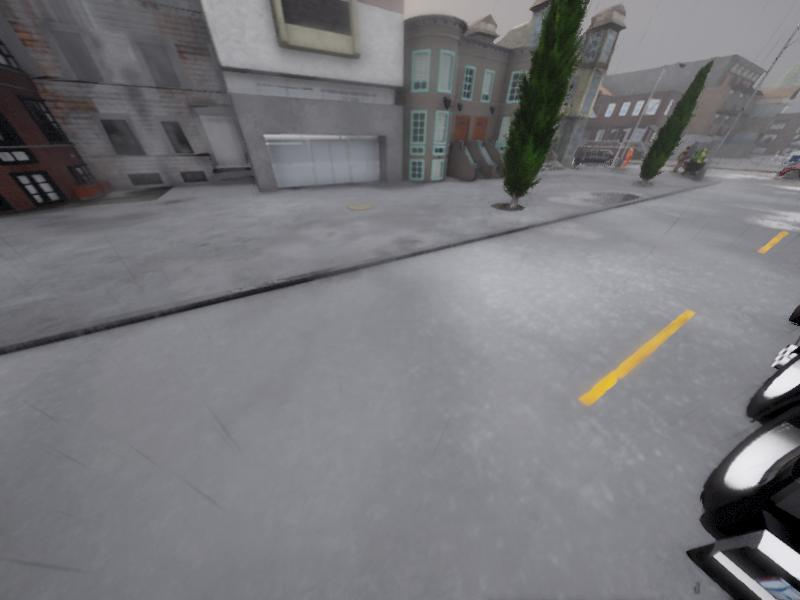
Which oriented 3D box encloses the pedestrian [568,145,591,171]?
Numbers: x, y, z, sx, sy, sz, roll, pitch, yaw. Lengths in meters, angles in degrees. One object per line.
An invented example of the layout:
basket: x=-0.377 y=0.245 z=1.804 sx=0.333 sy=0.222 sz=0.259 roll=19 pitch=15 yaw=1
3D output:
pedestrian: x=15.299 y=-12.103 z=19.723 sx=0.751 sy=1.860 sz=0.751 roll=-20 pitch=40 yaw=-27

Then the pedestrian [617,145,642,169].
pedestrian: x=21.574 y=-13.502 z=21.769 sx=0.751 sy=1.860 sz=0.751 roll=7 pitch=35 yaw=9

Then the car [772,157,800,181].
car: x=29.844 y=-8.900 z=15.883 sx=1.994 sy=1.385 sz=4.181 roll=-18 pitch=39 yaw=-24

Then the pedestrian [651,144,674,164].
pedestrian: x=30.041 y=-16.717 z=26.469 sx=0.751 sy=1.860 sz=0.751 roll=14 pitch=37 yaw=19

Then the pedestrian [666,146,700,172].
pedestrian: x=23.532 y=-11.741 z=19.255 sx=0.751 sy=1.860 sz=0.751 roll=-7 pitch=35 yaw=-10

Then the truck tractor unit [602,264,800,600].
truck tractor unit: x=5.110 y=-0.301 z=0.782 sx=6.516 sy=4.208 sz=3.053 roll=-18 pitch=39 yaw=-24
